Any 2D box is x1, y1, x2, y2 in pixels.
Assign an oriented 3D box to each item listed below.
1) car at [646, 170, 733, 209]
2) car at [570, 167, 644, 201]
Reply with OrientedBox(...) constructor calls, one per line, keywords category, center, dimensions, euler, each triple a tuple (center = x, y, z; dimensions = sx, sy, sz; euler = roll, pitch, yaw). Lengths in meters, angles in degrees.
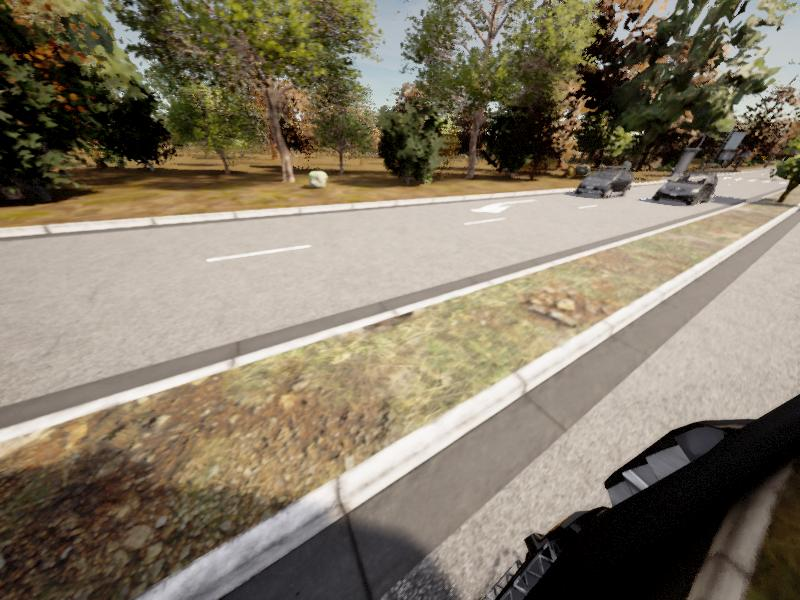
OrientedBox(category="car", center=(16.786, -6.509, 13.441), dimensions=(3.988, 1.617, 1.851), euler=(-16, 38, -26))
OrientedBox(category="car", center=(12.842, -7.271, 14.356), dimensions=(3.705, 1.549, 1.789), euler=(-16, 38, -26))
